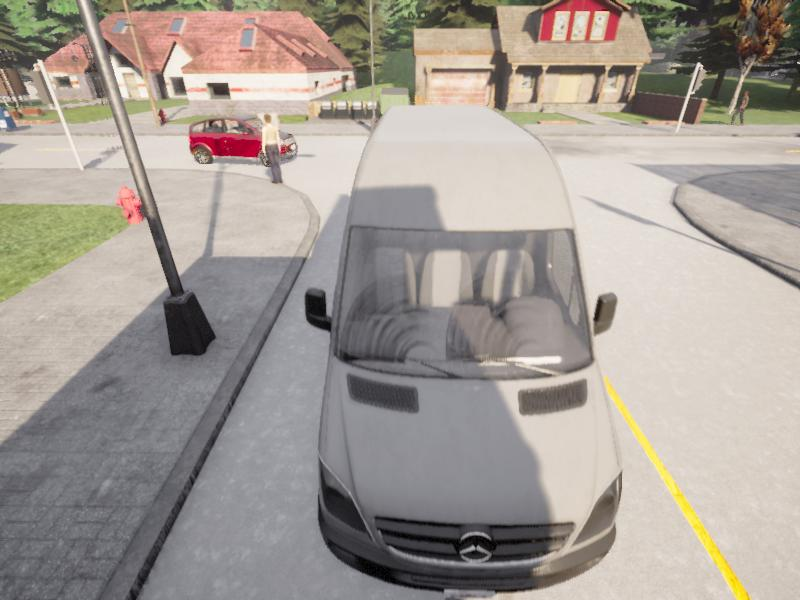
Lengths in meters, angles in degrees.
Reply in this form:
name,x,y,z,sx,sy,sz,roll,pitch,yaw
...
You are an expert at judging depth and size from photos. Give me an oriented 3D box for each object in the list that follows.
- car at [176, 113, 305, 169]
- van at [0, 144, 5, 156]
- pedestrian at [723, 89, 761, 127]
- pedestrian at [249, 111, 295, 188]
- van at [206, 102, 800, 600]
name,x,y,z,sx,sy,sz,roll,pitch,yaw
car,-5.609,-5.771,14.398,3.705,1.549,1.789,5,31,9
van,-18.049,-6.243,14.771,4.442,1.987,1.775,0,30,0
pedestrian,19.091,-10.728,22.352,0.751,1.860,0.751,0,30,1
pedestrian,-3.544,-4.198,11.143,0.751,1.860,0.751,-17,34,-27
van,0.481,-0.523,4.416,1.988,2.561,5.915,1,30,2
